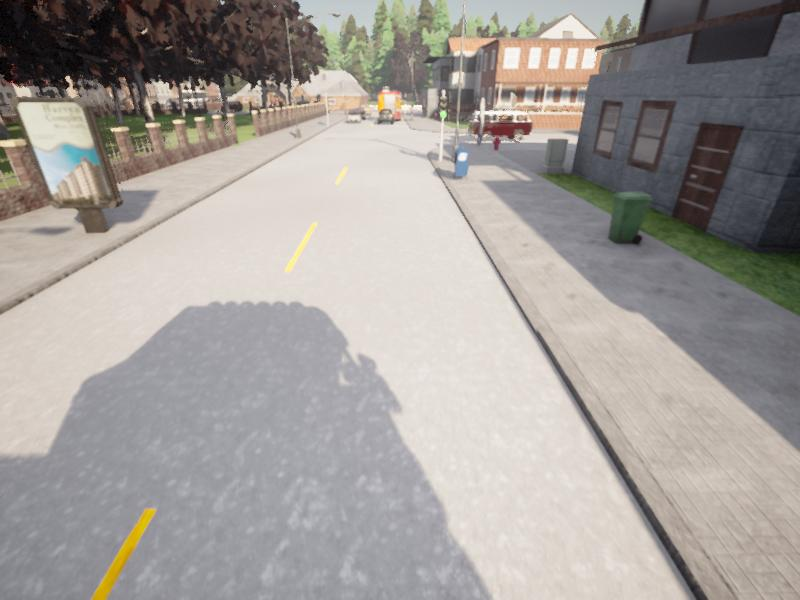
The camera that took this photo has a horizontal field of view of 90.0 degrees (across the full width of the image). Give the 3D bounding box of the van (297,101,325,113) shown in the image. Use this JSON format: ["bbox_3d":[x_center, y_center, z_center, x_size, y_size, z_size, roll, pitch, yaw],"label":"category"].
[{"bbox_3d":[-16.060,-34.988,72.508,4.442,1.987,1.775,-1,27,-1],"label":"van"}]

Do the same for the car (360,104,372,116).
[{"bbox_3d":[-5.584,-31.165,65.548,1.801,1.575,5.366,-1,27,-3],"label":"car"}]

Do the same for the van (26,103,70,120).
[{"bbox_3d":[-50.838,-27.357,57.945,2.069,2.038,4.480,-1,27,-1],"label":"van"}]

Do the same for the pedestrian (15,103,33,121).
[{"bbox_3d":[-45.784,-22.880,48.677,0.751,1.860,0.751,0,27,-1],"label":"pedestrian"}]

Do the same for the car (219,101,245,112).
[{"bbox_3d":[-31.628,-36.519,75.487,3.866,1.878,1.905,-1,27,-1],"label":"car"}]

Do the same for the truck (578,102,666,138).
[{"bbox_3d":[17.929,-14.711,32.633,5.204,2.467,2.627,1,27,1],"label":"truck"}]

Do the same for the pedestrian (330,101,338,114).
[{"bbox_3d":[-11.168,-32.592,67.717,0.751,1.860,0.751,21,34,34],"label":"pedestrian"}]

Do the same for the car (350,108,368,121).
[{"bbox_3d":[-5.450,-24.755,53.273,2.033,1.411,5.357,-1,27,-2],"label":"car"}]

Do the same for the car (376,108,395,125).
[{"bbox_3d":[-1.564,-20.913,45.576,1.851,1.617,3.988,1,27,2],"label":"car"}]

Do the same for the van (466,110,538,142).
[{"bbox_3d":[7.290,-12.681,29.117,4.480,2.038,2.069,-2,27,-3],"label":"van"}]

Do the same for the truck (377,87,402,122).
[{"bbox_3d":[-1.339,-25.511,52.100,2.891,3.827,8.468,-1,27,-1],"label":"truck"}]

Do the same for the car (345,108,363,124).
[{"bbox_3d":[-5.402,-21.749,47.273,1.845,1.501,3.633,-1,27,-3],"label":"car"}]
